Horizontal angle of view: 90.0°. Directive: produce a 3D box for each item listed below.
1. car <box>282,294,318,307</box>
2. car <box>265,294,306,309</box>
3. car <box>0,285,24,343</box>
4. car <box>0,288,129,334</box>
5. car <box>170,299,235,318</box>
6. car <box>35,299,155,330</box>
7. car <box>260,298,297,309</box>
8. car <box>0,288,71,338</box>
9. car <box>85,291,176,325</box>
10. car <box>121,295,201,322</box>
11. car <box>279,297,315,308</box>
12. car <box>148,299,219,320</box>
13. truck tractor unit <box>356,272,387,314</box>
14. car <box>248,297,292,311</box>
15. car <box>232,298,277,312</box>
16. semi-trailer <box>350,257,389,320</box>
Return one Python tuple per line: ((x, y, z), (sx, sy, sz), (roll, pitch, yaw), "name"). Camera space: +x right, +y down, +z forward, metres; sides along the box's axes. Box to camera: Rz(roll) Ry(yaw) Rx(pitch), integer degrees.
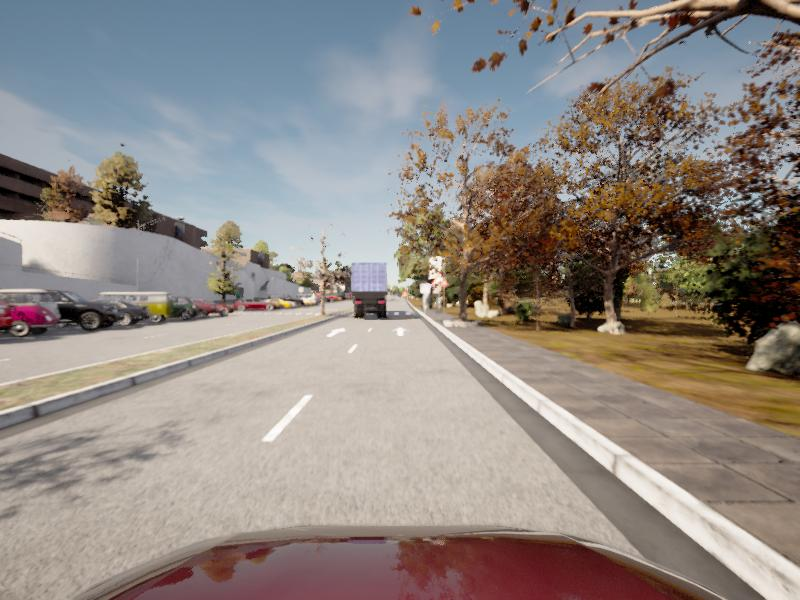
((-16.858, 0.060, 67.453), (5.566, 2.045, 2.435), (-1, 1, -20), "car")
((-16.812, 0.187, 58.473), (5.566, 2.045, 2.435), (-1, 0, -20), "car")
((-16.892, 0.539, 13.523), (5.566, 2.045, 2.435), (-1, 1, -20), "car")
((-16.837, 0.495, 19.519), (5.566, 2.045, 2.435), (-1, 0, -20), "car")
((-16.824, 0.663, 34.455), (4.792, 1.488, 2.163), (-1, 0, -20), "car")
((-16.851, 0.725, 22.489), (4.892, 1.521, 2.231), (-1, 1, -20), "car")
((-16.841, 0.508, 55.457), (4.674, 1.452, 2.002), (-1, 0, -20), "car")
((-16.755, 0.541, 16.566), (4.442, 1.987, 1.878), (-1, 0, -20), "car")
((-16.966, 0.478, 25.427), (4.442, 1.987, 1.878), (-1, 1, -20), "car")
((-16.825, 0.553, 28.463), (4.553, 1.767, 2.185), (-1, 1, -20), "car")
((-16.659, 0.351, 64.530), (5.366, 1.575, 1.946), (-1, 1, -20), "car")
((-16.847, 0.697, 31.436), (4.674, 1.452, 2.002), (-1, 1, -20), "car")
((-2.920, -0.788, 43.503), (3.053, 4.208, 6.516), (0, 1, -1), "truck tractor unit")
((-17.010, 0.496, 52.384), (5.366, 1.575, 1.946), (-1, 1, -20), "car")
((-16.817, 0.573, 46.460), (4.792, 1.488, 2.163), (-1, 0, -20), "car")
((-2.559, -0.845, 35.602), (2.717, 4.402, 14.254), (-1, 0, -3), "semi-trailer")
